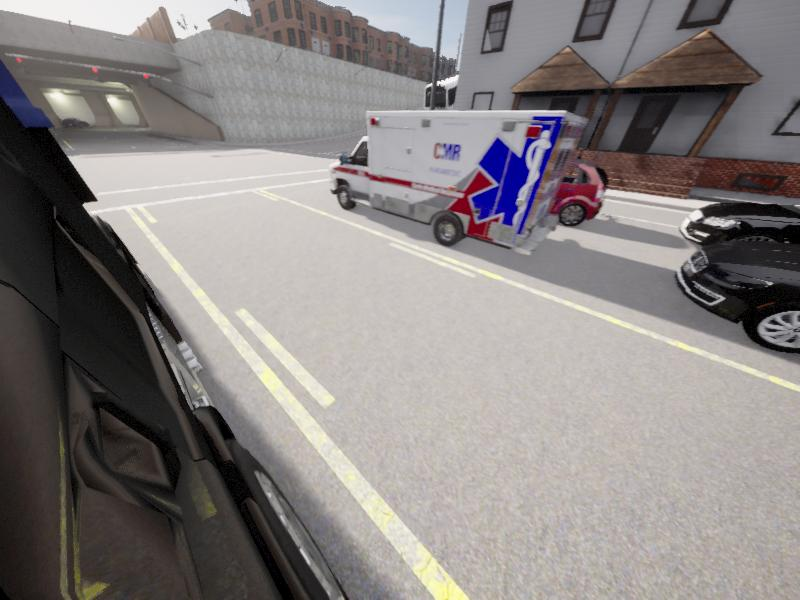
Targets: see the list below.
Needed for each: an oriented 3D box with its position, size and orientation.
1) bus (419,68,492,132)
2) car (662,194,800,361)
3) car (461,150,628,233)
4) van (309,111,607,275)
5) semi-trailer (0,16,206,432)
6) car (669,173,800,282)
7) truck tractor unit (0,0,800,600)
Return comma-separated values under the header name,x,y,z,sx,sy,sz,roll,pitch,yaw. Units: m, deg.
name,x,y,z,sx,sy,sz,roll,pitch,yaw
bus,7.093,-25.301,29.185,3.944,4.253,10.273,28,58,30
car,6.586,0.261,2.418,4.892,1.490,1.837,28,44,30
car,4.368,-3.725,7.508,3.988,1.617,1.851,28,44,30
van,0.725,-3.259,5.997,6.366,2.431,2.351,28,44,30
semi-trailer,-8.933,-3.422,3.999,14.254,4.402,2.717,25,42,27
car,9.089,-1.153,4.430,4.902,1.511,2.128,28,44,30
truck tractor unit,-2.645,-0.295,0.351,6.516,4.208,3.053,28,44,30
